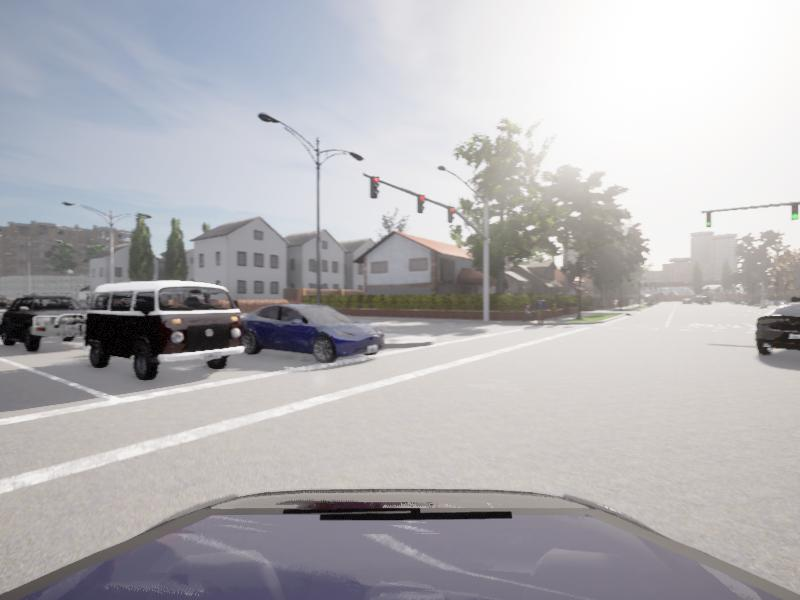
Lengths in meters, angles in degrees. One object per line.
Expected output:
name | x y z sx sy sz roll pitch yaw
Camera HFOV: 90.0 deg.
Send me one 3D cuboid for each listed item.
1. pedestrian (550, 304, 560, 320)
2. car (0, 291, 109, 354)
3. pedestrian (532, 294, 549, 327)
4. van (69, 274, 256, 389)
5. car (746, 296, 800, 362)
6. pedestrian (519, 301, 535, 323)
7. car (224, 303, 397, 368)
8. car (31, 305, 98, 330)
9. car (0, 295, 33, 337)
pedestrian | 10.706 0.812 27.597 0.500 1.100 0.500 0 0 40
car | -12.146 0.674 13.907 4.605 1.855 1.932 0 0 35
pedestrian | 8.091 0.589 22.995 0.751 1.860 0.751 0 0 32
van | -5.601 0.581 9.264 4.480 2.038 2.069 -1 0 35
car | 12.131 0.722 11.573 5.238 1.638 1.930 0 0 -35
pedestrian | 7.865 0.718 24.762 0.751 1.300 0.751 0 0 40
car | -2.687 0.847 11.572 4.792 1.488 2.163 0 0 34
car | -19.948 0.978 23.728 4.718 1.301 1.895 0 0 35
car | -19.479 0.686 19.092 4.605 1.855 1.932 1 0 35
